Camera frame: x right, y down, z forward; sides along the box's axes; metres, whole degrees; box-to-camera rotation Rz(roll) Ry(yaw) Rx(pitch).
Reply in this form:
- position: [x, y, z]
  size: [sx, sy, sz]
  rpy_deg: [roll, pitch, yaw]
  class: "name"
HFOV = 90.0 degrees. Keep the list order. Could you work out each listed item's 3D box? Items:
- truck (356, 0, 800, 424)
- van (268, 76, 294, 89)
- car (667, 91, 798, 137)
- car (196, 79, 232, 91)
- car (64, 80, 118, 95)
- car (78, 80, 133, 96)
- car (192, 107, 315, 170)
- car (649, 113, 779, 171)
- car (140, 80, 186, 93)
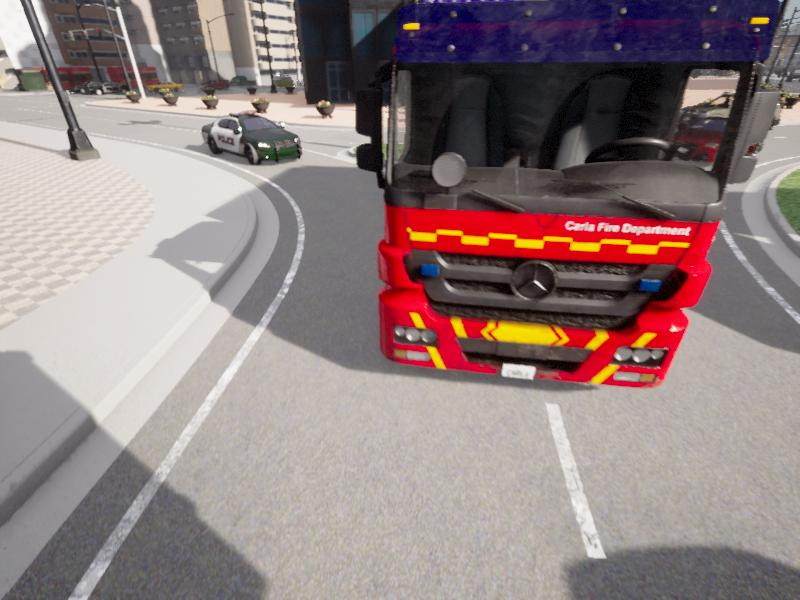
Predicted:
- position: [1.822, -2.665, 6.759]
  size: [2.891, 3.827, 8.468]
  rpy_deg: [5, 31, 8]
  class: "truck"
- position: [-22.173, -40.640, 74.729]
  size: [1.775, 1.987, 4.442]
  rpy_deg: [18, 34, 28]
  class: "van"
- position: [16.403, -9.305, 19.927]
  size: [4.605, 1.855, 1.932]
  rpy_deg: [-5, 31, -8]
  class: "car"
- position: [-29.901, -34.633, 64.443]
  size: [2.033, 1.649, 4.856]
  rpy_deg: [18, 34, 28]
  class: "car"
- position: [-41.735, -28.816, 54.173]
  size: [1.930, 1.638, 5.238]
  rpy_deg: [17, 34, 27]
  class: "car"
- position: [-38.659, -27.974, 52.722]
  size: [1.930, 1.638, 5.238]
  rpy_deg: [18, 34, 28]
  class: "car"
- position: [-5.680, -6.311, 15.321]
  size: [4.974, 1.542, 2.038]
  rpy_deg: [26, 39, 37]
  class: "car"
- position: [11.438, -5.869, 14.596]
  size: [4.181, 1.385, 1.994]
  rpy_deg: [-18, 35, -27]
  class: "car"
- position: [-34.479, -31.129, 58.316]
  size: [1.801, 1.575, 5.366]
  rpy_deg: [18, 34, 28]
  class: "car"
